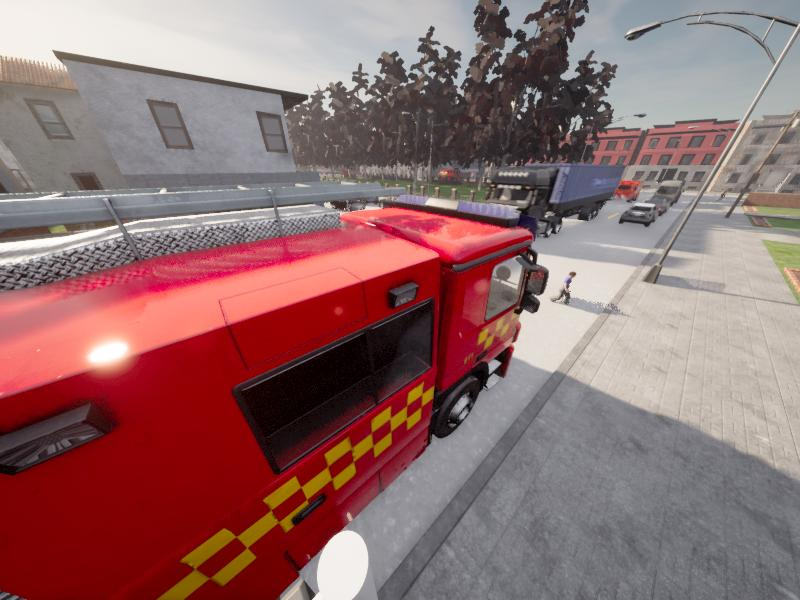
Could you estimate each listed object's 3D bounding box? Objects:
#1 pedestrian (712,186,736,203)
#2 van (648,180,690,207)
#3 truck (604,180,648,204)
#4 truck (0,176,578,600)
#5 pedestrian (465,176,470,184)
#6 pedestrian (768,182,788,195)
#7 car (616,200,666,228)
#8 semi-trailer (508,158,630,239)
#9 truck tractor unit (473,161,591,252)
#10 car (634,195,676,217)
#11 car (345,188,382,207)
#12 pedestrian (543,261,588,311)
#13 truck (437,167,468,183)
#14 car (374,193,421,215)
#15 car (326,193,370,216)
[{"bbox_3d":[39.350,-12.840,28.112,0.751,1.860,0.751,9,31,16],"label":"pedestrian"},{"bbox_3d":[32.432,-12.919,27.837,5.915,2.561,1.988,-22,36,-34],"label":"van"},{"bbox_3d":[29.658,-14.304,30.320,5.204,2.467,2.627,-23,37,-34],"label":"truck"},{"bbox_3d":[-1.857,0.930,2.570,8.468,3.827,2.891,-23,37,-34],"label":"truck"},{"bbox_3d":[17.517,-31.112,59.775,0.751,1.860,0.751,-23,37,-34],"label":"pedestrian"},{"bbox_3d":[58.640,-17.304,35.860,0.751,1.860,0.751,21,36,32],"label":"pedestrian"},{"bbox_3d":[19.504,-7.012,18.674,3.806,1.475,1.970,-23,37,-34],"label":"car"},{"bbox_3d":[14.062,-8.622,18.521,14.254,4.402,2.717,-23,37,-34],"label":"semi-trailer"},{"bbox_3d":[8.008,-5.987,14.160,6.516,4.208,3.053,-22,37,-34],"label":"truck tractor unit"},{"bbox_3d":[25.204,-9.352,22.836,4.181,1.385,1.994,-23,37,-34],"label":"car"},{"bbox_3d":[-4.501,-12.646,28.282,2.033,1.649,4.856,-24,38,-35],"label":"car"},{"bbox_3d":[5.328,-0.473,7.475,0.751,1.300,0.751,24,38,35],"label":"pedestrian"},{"bbox_3d":[15.314,-36.894,68.083,2.891,3.827,8.468,-23,37,-34],"label":"truck"},{"bbox_3d":[-0.326,-9.955,23.738,2.128,1.511,4.902,-23,37,-34],"label":"car"},{"bbox_3d":[-5.364,-9.864,23.579,2.128,1.511,4.902,-23,37,-34],"label":"car"}]
